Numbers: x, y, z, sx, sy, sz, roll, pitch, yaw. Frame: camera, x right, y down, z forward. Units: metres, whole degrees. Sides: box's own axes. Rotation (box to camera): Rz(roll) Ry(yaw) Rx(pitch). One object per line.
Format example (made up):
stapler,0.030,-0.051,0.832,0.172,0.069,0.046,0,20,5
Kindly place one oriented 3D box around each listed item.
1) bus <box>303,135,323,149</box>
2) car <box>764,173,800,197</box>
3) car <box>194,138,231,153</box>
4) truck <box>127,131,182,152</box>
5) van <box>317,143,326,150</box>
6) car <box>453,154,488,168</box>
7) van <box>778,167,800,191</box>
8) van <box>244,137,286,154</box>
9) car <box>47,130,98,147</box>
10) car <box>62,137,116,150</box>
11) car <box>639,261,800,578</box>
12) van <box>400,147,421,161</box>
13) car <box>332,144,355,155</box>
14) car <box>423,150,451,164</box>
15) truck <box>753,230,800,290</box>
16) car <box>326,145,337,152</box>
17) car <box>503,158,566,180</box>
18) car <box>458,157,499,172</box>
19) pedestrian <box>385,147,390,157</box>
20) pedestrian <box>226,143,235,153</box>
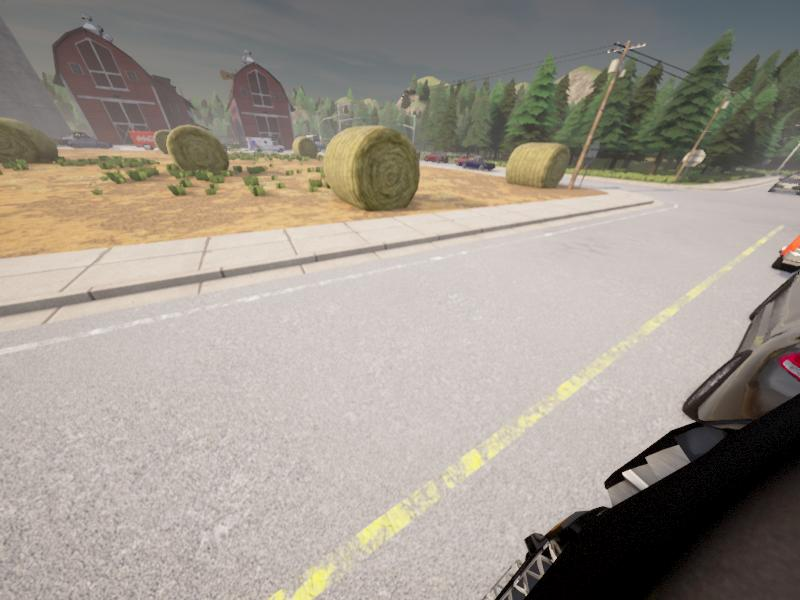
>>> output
bus,-33.287,-60.562,88.596,3.944,4.253,10.273,-18,39,-28
car,33.911,-10.000,19.926,3.705,1.549,1.789,-16,38,-26
car,-32.693,-26.989,40.379,4.605,1.855,1.932,-19,39,-29
truck,-38.680,-25.196,36.728,5.204,2.467,2.627,-19,39,-29
van,-28.075,-55.041,82.736,1.775,1.987,4.442,-18,39,-28
car,10.285,-20.549,34.148,2.007,1.525,4.514,-18,39,-28
van,41.274,-12.303,23.510,4.442,1.987,1.775,-16,38,-26
van,-25.702,-29.584,44.273,6.366,2.431,2.351,-19,39,-29
car,-51.920,-25.716,36.802,1.905,1.878,3.866,14,37,7
car,-44.810,-22.672,33.467,4.181,1.385,1.994,-19,40,-28
car,4.870,0.573,1.930,5.027,1.651,2.152,-16,38,-26
van,1.999,-28.155,44.553,1.775,1.987,4.442,-18,39,-28
car,-13.437,-35.857,55.064,4.605,1.855,1.932,-19,39,-29
car,6.172,-24.342,39.303,2.097,1.767,4.553,-18,39,-28
truck,10.969,-1.530,4.754,5.204,2.467,2.627,-16,38,-26
car,-19.900,-43.968,67.087,1.789,1.549,3.705,-18,39,-28
car,13.836,-13.815,24.252,1.801,1.575,5.366,-18,39,-28
car,9.811,-17.290,29.435,1.895,1.301,4.718,-18,39,-28
pedestrian,-2.826,-33.521,52.323,0.751,1.860,0.751,-21,41,-32
pedestrian,-27.216,-24.404,37.096,0.751,1.300,0.751,-23,41,-33
